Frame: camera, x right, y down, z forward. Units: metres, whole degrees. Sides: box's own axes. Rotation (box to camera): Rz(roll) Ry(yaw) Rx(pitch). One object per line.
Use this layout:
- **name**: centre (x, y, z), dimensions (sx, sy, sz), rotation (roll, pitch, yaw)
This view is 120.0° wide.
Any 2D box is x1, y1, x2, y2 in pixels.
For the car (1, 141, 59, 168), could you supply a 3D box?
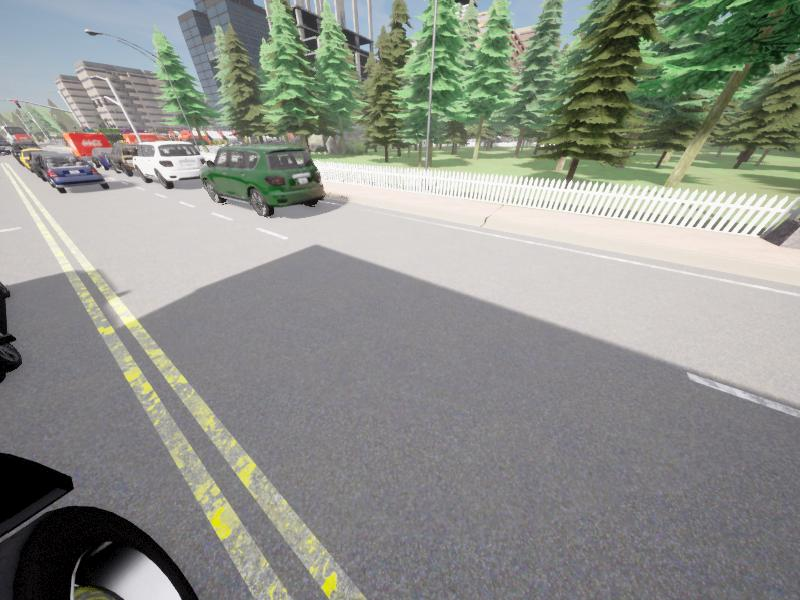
- **car**: centre (-33.446, -13.256, 20.877), dimensions (4.605, 1.855, 1.932), rotation (22, 40, 27)

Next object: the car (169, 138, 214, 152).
- **car**: centre (-39.281, -29.414, 43.635), dimensions (2.150, 2.045, 5.566), rotation (21, 40, 26)

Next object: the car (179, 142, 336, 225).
- **car**: centre (-5.314, -4.613, 8.657), dimensions (5.566, 2.045, 2.150), rotation (22, 40, 27)

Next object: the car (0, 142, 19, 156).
- **car**: centre (-55.212, -20.191, 30.919), dimensions (4.792, 1.488, 2.163), rotation (4, 35, 6)

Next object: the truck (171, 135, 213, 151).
- **truck**: centre (-41.370, -31.443, 46.143), dimensions (2.627, 2.467, 5.204), rotation (20, 40, 26)

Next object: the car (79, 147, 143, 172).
- **car**: centre (-24.113, -11.832, 19.265), dimensions (4.792, 1.488, 2.163), rotation (22, 40, 27)

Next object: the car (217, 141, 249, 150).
- **car**: centre (-35.236, -32.792, 48.909), dimensions (2.038, 1.542, 4.974), rotation (21, 40, 26)

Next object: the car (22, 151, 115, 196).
- **car**: centre (-16.644, -6.461, 11.627), dimensions (3.705, 1.549, 1.789), rotation (22, 40, 27)

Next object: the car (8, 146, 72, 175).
- **car**: centre (-27.629, -10.827, 17.727), dimensions (5.366, 1.575, 1.801), rotation (22, 40, 27)

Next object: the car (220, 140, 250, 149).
- **car**: centre (-36.966, -35.016, 51.954), dimensions (2.033, 1.649, 4.856), rotation (21, 40, 26)

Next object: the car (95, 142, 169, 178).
- **car**: centre (-18.719, -9.857, 16.152), dimensions (4.605, 1.855, 1.932), rotation (22, 40, 27)

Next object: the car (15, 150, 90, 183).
- **car**: centre (-21.863, -8.497, 14.549), dimensions (4.193, 1.474, 1.816), rotation (22, 40, 27)

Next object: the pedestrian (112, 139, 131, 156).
- **pedestrian**: centre (-38.319, -20.972, 31.773), dimensions (0.751, 1.860, 0.751), rotation (18, 39, 24)

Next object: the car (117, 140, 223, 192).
- **car**: centre (-12.732, -7.551, 12.774), dimensions (5.566, 2.045, 2.150), rotation (22, 40, 27)

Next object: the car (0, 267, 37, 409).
- **car**: centre (-6.037, 0.220, 2.301), dimensions (3.806, 1.475, 1.970), rotation (22, 41, 28)

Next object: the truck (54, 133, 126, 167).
- **truck**: centre (-29.378, -14.325, 21.909), dimensions (5.204, 2.467, 2.627), rotation (22, 40, 27)

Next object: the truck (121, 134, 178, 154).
- **truck**: centre (-39.869, -25.024, 37.027), dimensions (2.627, 2.467, 5.204), rotation (21, 40, 26)
